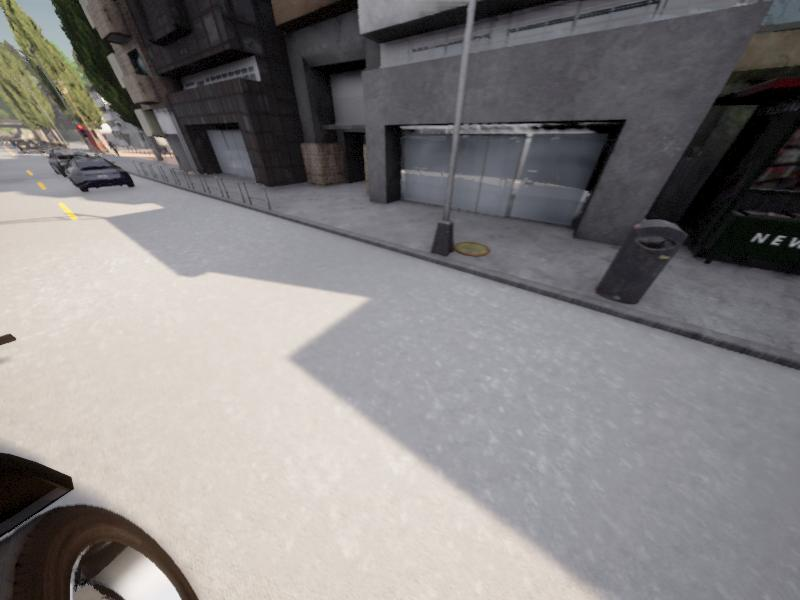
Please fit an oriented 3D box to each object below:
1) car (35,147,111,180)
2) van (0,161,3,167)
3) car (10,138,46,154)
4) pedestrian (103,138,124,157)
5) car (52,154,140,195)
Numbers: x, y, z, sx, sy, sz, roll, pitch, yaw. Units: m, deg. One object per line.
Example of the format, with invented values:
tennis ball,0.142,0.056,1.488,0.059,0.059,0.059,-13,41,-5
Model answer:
car,-21.774,-9.186,15.402,4.514,1.525,2.007,22,41,28
van,-37.047,-12.994,19.781,5.915,2.561,1.988,22,41,28
car,-55.182,-22.933,34.281,4.605,1.855,1.932,23,41,27
pedestrian,-34.802,-18.582,28.089,0.751,1.860,0.751,25,42,31
car,-15.795,-6.650,12.000,4.181,1.385,1.994,24,42,30
